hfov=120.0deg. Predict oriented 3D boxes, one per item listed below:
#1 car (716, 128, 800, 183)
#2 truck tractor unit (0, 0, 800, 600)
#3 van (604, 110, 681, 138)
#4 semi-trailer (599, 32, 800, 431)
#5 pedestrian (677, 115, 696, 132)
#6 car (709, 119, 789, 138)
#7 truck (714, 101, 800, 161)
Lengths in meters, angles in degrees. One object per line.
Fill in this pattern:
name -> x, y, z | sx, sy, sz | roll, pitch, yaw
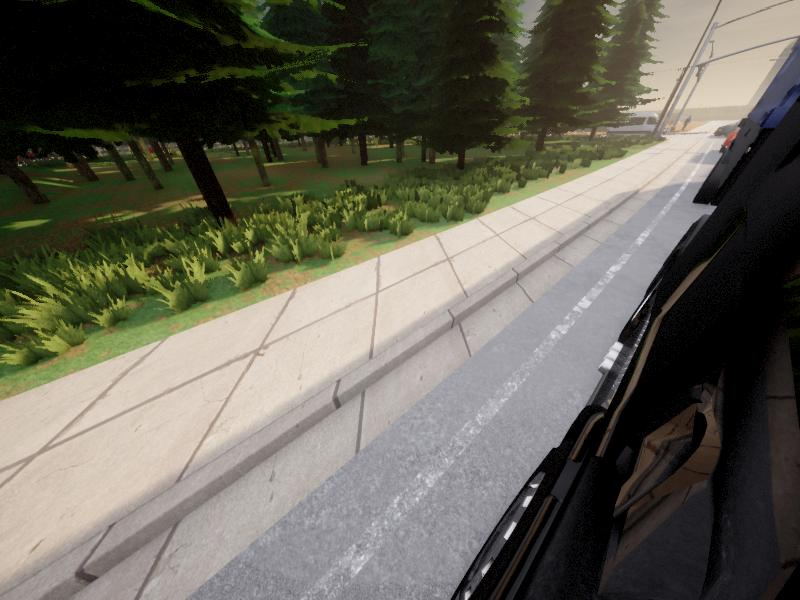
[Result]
car -> 15.882, -6.350, 9.893 | 4.902, 1.511, 2.128 | -29, 44, -30
truck tractor unit -> 2.645, -0.295, 0.351 | 6.516, 4.208, 3.053 | -28, 44, -30
van -> 29.945, -21.814, 28.857 | 1.988, 2.561, 5.915 | -29, 44, -30
semi-trailer -> 8.645, -3.642, 4.278 | 14.254, 4.402, 2.717 | -29, 44, -30
pedestrian -> 40.193, -24.763, 32.390 | 0.751, 1.860, 0.751 | 17, 41, 24
car -> 36.944, -18.302, 24.677 | 4.181, 1.385, 1.994 | 11, 39, 18
truck -> 21.380, -9.910, 13.486 | 5.204, 2.467, 2.627 | -30, 44, -31
